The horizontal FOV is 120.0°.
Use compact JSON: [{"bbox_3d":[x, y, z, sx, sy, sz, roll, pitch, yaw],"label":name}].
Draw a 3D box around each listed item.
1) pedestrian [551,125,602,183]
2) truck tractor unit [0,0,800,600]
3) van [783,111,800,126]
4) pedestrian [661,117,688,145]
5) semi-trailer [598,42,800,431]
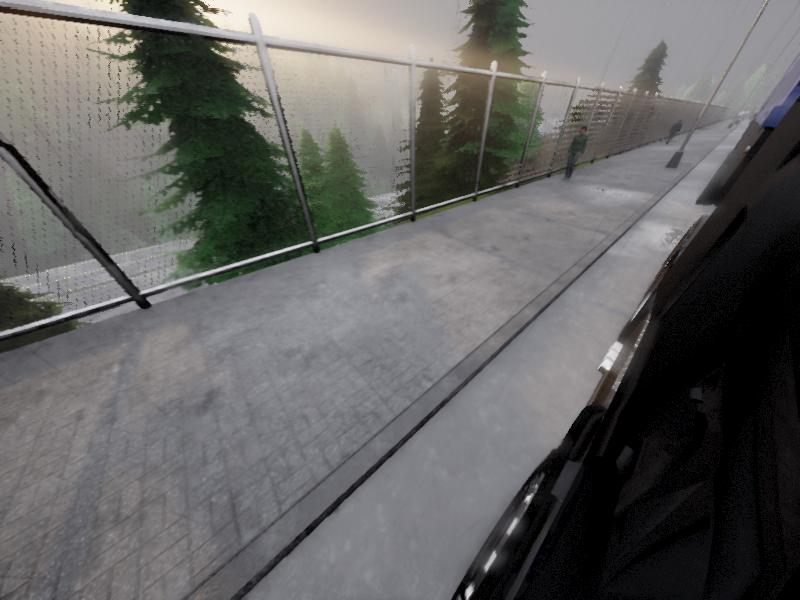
[{"bbox_3d":[6.933,-5.767,9.160,0.751,1.860,0.751,-21,41,-23],"label":"pedestrian"},{"bbox_3d":[2.645,-0.295,0.352,6.516,4.208,3.053,-28,44,-30],"label":"truck tractor unit"},{"bbox_3d":[68.615,-31.424,39.856,4.442,1.987,1.775,-28,44,-30],"label":"van"},{"bbox_3d":[23.392,-14.413,19.719,0.751,1.860,0.751,28,47,34],"label":"pedestrian"},{"bbox_3d":[8.696,-3.597,4.243,14.254,4.402,2.717,-28,44,-30],"label":"semi-trailer"}]
